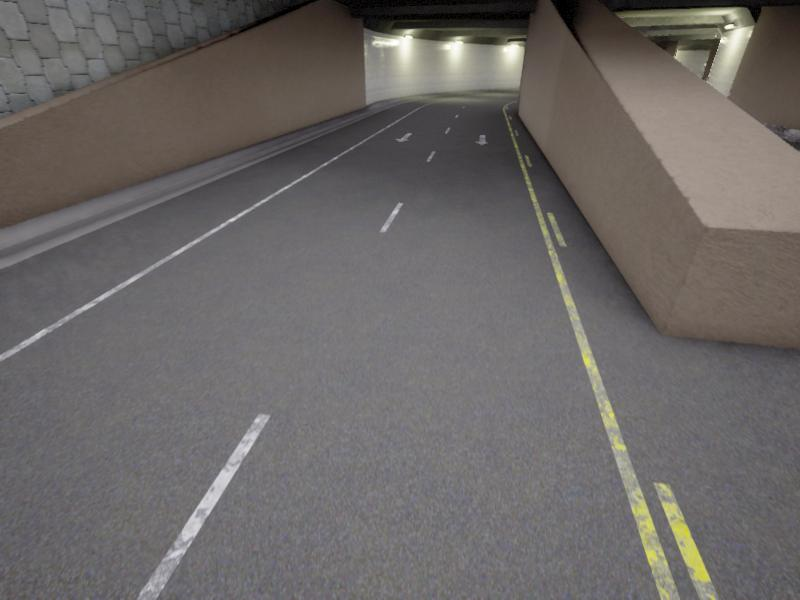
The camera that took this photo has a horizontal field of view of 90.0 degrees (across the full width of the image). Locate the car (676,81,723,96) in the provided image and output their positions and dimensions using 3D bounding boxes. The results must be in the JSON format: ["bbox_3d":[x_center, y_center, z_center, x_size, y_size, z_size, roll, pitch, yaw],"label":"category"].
[{"bbox_3d":[36.984,-26.114,49.445,4.514,1.525,2.007,-9,31,-15],"label":"car"}]

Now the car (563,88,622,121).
[{"bbox_3d":[13.282,-13.736,27.959,2.152,1.651,5.027,4,30,6],"label":"car"}]
